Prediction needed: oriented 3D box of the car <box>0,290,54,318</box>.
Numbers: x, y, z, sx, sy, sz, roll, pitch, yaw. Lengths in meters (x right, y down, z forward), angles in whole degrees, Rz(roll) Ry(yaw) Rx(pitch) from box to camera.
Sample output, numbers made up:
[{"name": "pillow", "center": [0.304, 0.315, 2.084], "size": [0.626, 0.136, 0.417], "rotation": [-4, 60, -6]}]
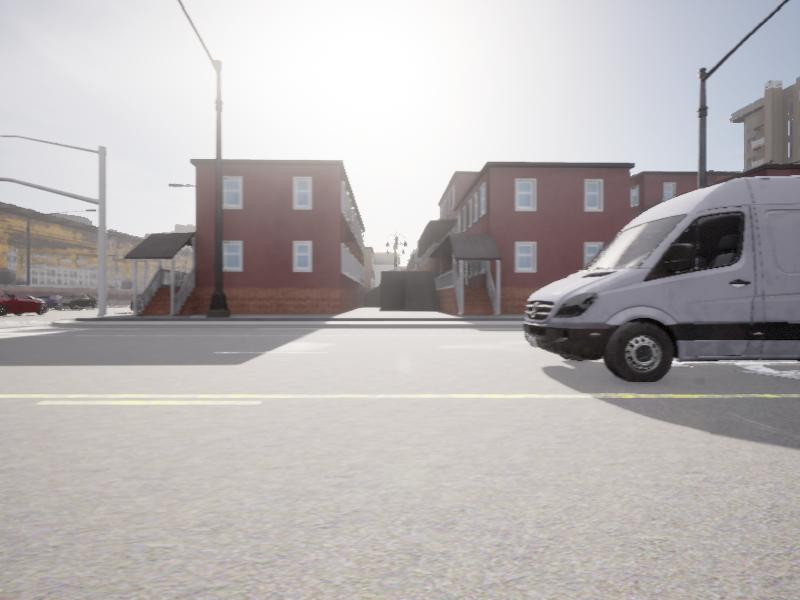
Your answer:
[{"name": "car", "center": [-22.821, 0.216, 23.493], "size": [1.845, 1.501, 3.633], "rotation": [0, 0, 0]}]

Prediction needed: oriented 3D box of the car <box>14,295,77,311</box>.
[{"name": "car", "center": [-33.341, 0.254, 37.809], "size": [1.812, 1.442, 4.674], "rotation": [0, 0, 0]}]

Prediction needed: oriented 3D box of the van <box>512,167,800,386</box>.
[{"name": "van", "center": [4.824, -0.276, 5.676], "size": [5.915, 2.561, 1.988], "rotation": [0, 0, 0]}]

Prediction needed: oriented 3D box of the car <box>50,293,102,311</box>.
[{"name": "car", "center": [-29.835, 0.199, 36.953], "size": [1.789, 1.549, 3.705], "rotation": [0, 0, 0]}]
